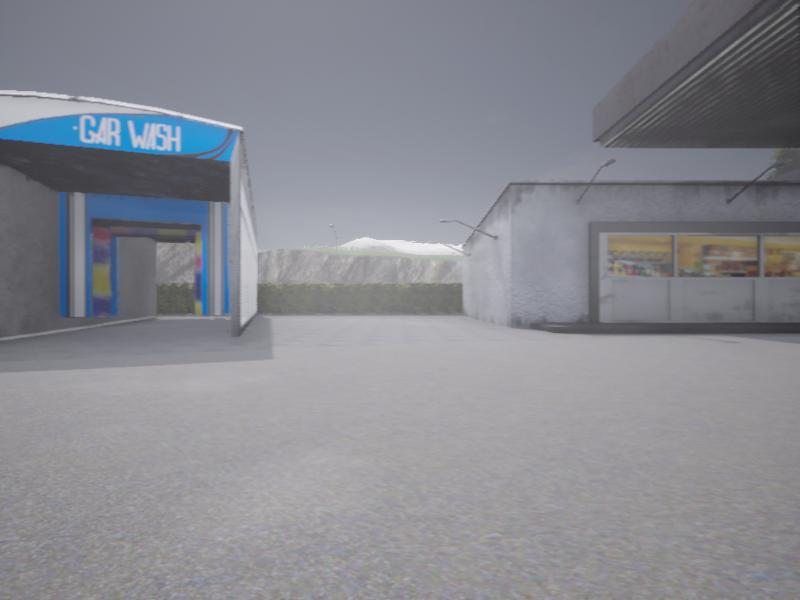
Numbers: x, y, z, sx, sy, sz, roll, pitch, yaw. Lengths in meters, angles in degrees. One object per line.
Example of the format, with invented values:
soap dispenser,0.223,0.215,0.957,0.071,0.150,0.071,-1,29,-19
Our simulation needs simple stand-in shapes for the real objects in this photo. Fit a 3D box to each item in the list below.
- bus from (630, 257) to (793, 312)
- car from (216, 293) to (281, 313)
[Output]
bus,25.167,-1.167,32.797,10.273,4.253,3.944,0,0,0
car,-12.293,0.244,32.666,4.514,1.525,2.007,0,0,-1
